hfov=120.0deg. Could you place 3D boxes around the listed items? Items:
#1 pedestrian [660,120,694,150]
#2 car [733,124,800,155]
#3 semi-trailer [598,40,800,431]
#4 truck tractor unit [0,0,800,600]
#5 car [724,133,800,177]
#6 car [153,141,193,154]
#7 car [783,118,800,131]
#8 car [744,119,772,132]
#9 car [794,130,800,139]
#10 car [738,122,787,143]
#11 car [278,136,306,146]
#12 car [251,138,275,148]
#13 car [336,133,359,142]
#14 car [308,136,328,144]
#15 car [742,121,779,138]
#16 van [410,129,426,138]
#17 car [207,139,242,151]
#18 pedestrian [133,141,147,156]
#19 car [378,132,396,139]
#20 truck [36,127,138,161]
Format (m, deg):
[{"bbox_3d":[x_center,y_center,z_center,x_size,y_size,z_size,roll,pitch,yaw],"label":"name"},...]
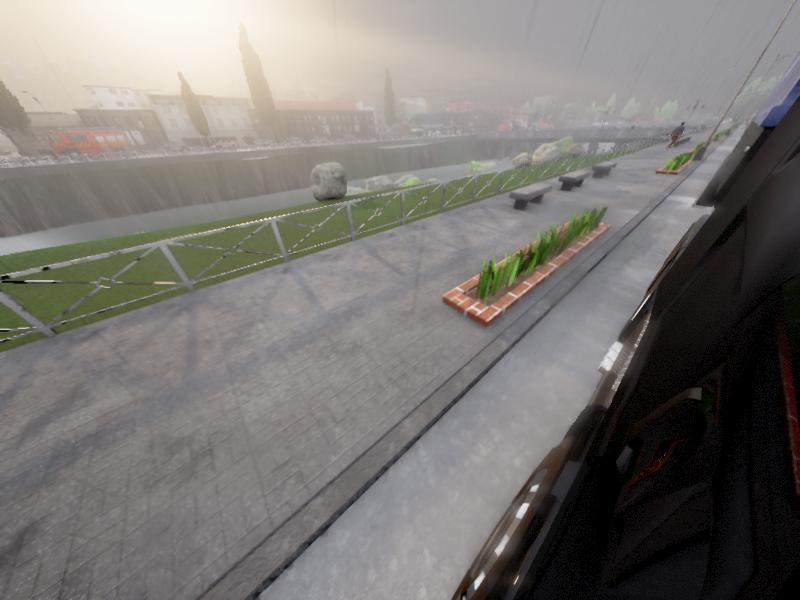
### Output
[{"bbox_3d":[21.845,-13.011,18.255,0.751,1.860,0.751,-14,38,-16],"label":"pedestrian"},{"bbox_3d":[26.146,-11.558,16.559,4.514,1.525,2.007,-28,43,-30],"label":"car"},{"bbox_3d":[8.702,-3.577,4.262,14.254,4.402,2.717,-28,43,-30],"label":"semi-trailer"},{"bbox_3d":[2.645,-0.295,0.351,6.516,4.208,3.053,-28,44,-30],"label":"truck tractor unit"},{"bbox_3d":[17.683,-7.046,11.042,4.181,1.385,1.994,-28,43,-30],"label":"car"},{"bbox_3d":[-40.712,-27.464,41.542,4.856,1.649,2.033,-28,43,-30],"label":"car"},{"bbox_3d":[61.648,-27.137,35.664,3.988,1.617,1.851,-28,43,-30],"label":"car"},{"bbox_3d":[58.140,-28.373,37.581,5.008,1.535,1.882,-28,43,-30],"label":"car"},{"bbox_3d":[43.804,-17.791,23.924,4.611,1.667,2.242,-28,43,-30],"label":"car"},{"bbox_3d":[35.812,-16.636,22.910,4.514,1.525,2.007,-28,43,-30],"label":"car"},{"bbox_3d":[-24.395,-36.049,52.267,5.238,1.638,1.930,-28,43,-30],"label":"car"},{"bbox_3d":[-29.132,-33.486,49.193,3.806,1.475,1.970,-28,44,-30],"label":"car"},{"bbox_3d":[-13.402,-41.828,59.495,5.238,1.638,1.930,-28,43,-30],"label":"car"},{"bbox_3d":[-19.597,-38.501,55.465,3.806,1.475,1.970,-28,43,-30],"label":"car"},{"bbox_3d":[43.158,-20.474,27.751,4.193,1.474,1.816,-28,43,-30],"label":"car"},{"bbox_3d":[5.173,-48.652,67.398,4.480,2.038,2.069,-28,43,-30],"label":"van"},{"bbox_3d":[-34.605,-30.671,45.556,5.027,1.651,2.152,-28,43,-30],"label":"car"},{"bbox_3d":[-42.163,-24.589,37.494,0.751,1.860,0.751,29,46,35],"label":"pedestrian"},{"bbox_3d":[-3.731,-46.917,65.857,4.856,1.649,2.033,-28,43,-30],"label":"car"},{"bbox_3d":[-48.005,-24.530,36.113,8.468,3.827,2.891,-28,43,-30],"label":"truck"}]
